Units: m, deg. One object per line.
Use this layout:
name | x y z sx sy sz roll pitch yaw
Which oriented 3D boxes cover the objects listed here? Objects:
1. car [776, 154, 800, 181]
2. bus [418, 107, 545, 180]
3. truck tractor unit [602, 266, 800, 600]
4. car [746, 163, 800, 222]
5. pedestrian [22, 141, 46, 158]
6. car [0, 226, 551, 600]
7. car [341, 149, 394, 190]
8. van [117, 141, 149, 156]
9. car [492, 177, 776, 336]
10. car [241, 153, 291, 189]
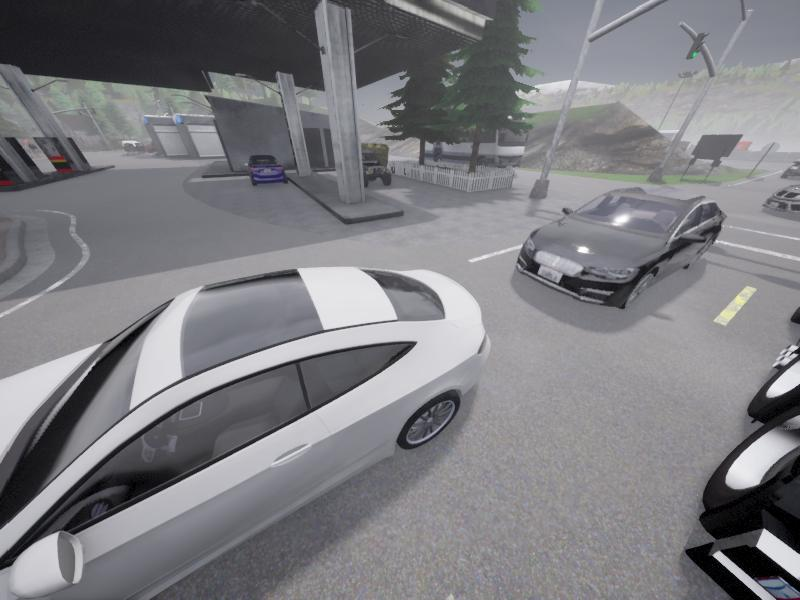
car | 30.433 -9.772 16.911 4.974 1.542 2.038 -18 39 -24
bus | 6.233 -13.979 20.727 3.944 4.253 10.273 -18 39 -24
truck tractor unit | 5.112 -0.300 0.778 6.516 4.208 3.053 -18 39 -24
car | 16.567 -3.524 7.866 4.611 1.667 2.242 16 37 21
pedestrian | -48.773 -20.032 30.793 0.751 1.860 0.751 -18 39 -24
car | -1.279 0.678 1.915 4.674 1.442 1.812 -18 38 -25
car | -2.173 -8.580 14.997 1.905 1.878 3.866 -18 39 -25
van | -46.331 -26.522 40.280 2.069 2.038 4.480 -18 39 -24
car | 4.567 -1.334 4.621 4.902 1.511 2.128 -18 39 -24
car | -9.247 -8.986 15.820 2.242 1.667 4.611 -18 39 -25
